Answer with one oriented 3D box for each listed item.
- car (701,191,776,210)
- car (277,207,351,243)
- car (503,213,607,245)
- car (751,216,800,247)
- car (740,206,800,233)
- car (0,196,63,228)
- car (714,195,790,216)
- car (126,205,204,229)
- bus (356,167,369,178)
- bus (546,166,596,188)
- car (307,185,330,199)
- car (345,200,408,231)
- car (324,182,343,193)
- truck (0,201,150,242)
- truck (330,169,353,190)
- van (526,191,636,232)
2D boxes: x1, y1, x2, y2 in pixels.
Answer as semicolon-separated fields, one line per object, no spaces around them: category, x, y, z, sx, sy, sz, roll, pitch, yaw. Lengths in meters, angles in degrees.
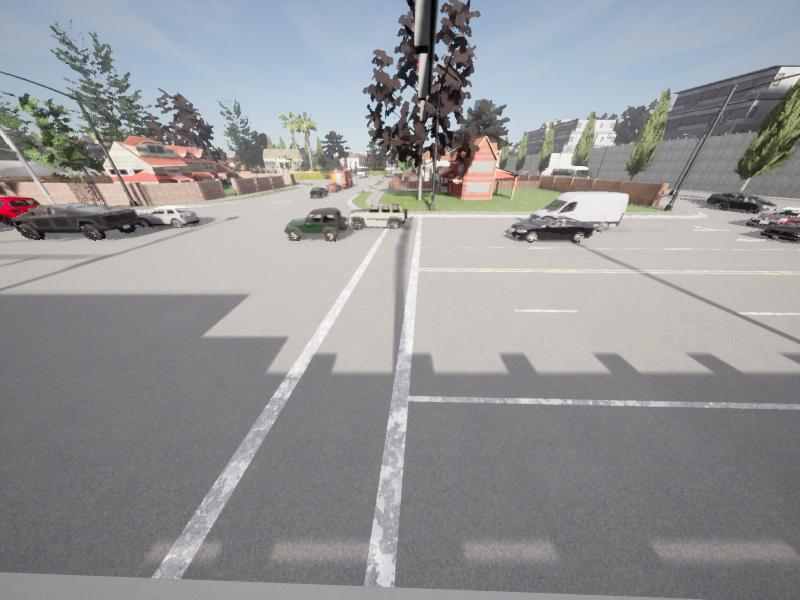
car;39.766;-11.839;27.385;2.007;1.525;4.514;0;30;1
car;-5.403;-4.945;15.082;3.866;1.878;1.905;1;30;1
car;9.664;-4.598;14.858;4.902;1.511;2.128;1;30;1
car;26.616;-4.271;14.407;5.357;1.411;2.033;2;30;3
car;29.549;-6.191;17.652;3.806;1.475;1.970;-3;30;-6
car;-31.964;-7.139;18.602;5.566;2.045;2.150;1;30;1
car;36.207;-9.882;23.971;1.789;1.549;3.705;0;30;1
car;-18.588;-6.696;18.484;3.806;1.475;1.970;1;30;1
bus;-16.290;-55.543;100.349;3.944;4.253;10.273;0;30;0
bus;40.380;-29.499;55.243;3.944;4.253;10.273;0;30;1
car;-12.735;-17.103;36.539;1.837;1.490;4.892;0;30;0
car;-1.680;-6.643;18.038;4.605;1.855;1.932;1;30;1
car;-12.742;-21.678;44.331;2.152;1.651;5.027;0;30;0
truck;-21.389;-5.249;15.353;6.274;2.098;2.390;1;30;1
truck;-12.763;-27.017;51.377;2.891;3.827;8.468;0;30;0
van;13.364;-6.737;17.536;5.915;2.561;1.988;1;30;2
